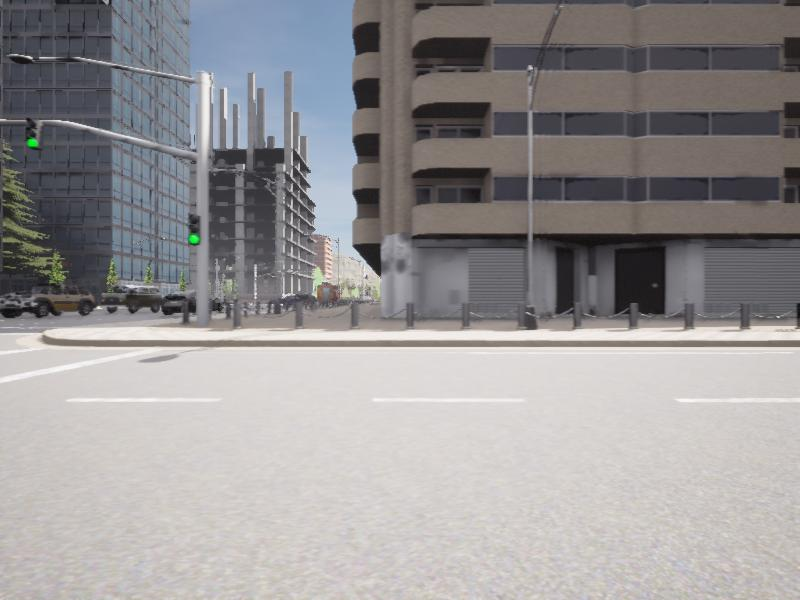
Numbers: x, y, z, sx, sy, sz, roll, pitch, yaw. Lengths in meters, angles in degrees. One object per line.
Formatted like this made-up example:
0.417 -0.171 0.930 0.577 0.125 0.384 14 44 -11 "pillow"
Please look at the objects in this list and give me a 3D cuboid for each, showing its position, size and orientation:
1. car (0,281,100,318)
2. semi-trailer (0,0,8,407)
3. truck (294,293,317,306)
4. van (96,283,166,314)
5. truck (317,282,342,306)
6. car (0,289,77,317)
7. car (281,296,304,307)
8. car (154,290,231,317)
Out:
-19.366 -0.011 22.220 1.932 1.855 4.605 0 0 0 "car"
-10.635 -1.254 2.205 14.254 4.402 2.717 0 0 0 "semi-trailer"
-15.620 -0.120 66.340 2.390 2.098 6.274 0 0 0 "truck"
-19.324 -0.092 29.009 2.069 2.038 4.480 0 0 0 "van"
-12.154 -0.981 69.628 2.891 3.827 8.468 0 0 0 "truck"
-22.852 0.171 24.484 2.128 1.511 4.902 0 0 0 "car"
-15.655 0.161 58.538 1.882 1.535 5.008 0 0 0 "car"
-12.355 0.190 24.234 2.163 1.488 4.792 0 0 0 "car"
